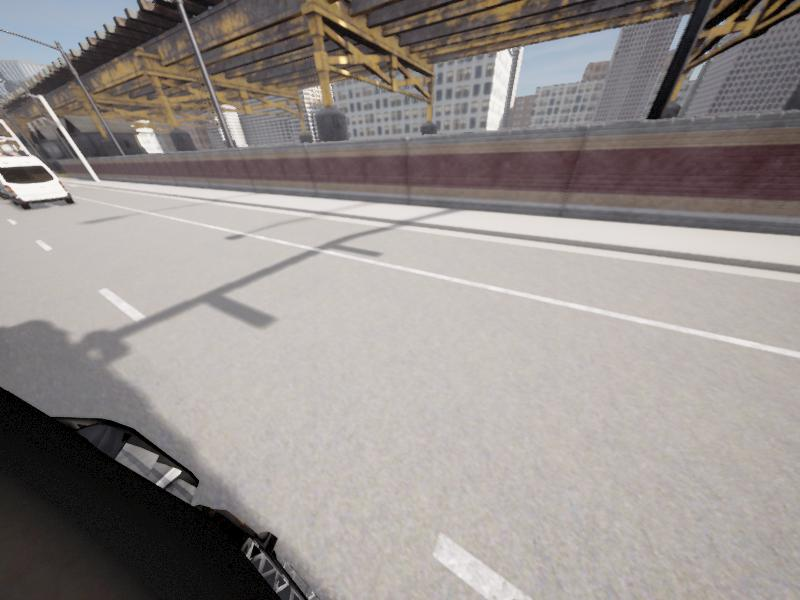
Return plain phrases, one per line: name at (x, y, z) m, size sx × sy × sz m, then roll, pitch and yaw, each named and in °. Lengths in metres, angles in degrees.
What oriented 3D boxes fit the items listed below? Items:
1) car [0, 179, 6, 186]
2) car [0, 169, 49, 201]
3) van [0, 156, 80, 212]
car at (-57.436, -16.686, 31.921) m, size 5.027 × 1.651 × 2.152 m, roll 16°, pitch 38°, yaw 26°
car at (-29.746, -8.931, 17.798) m, size 3.866 × 1.878 × 1.905 m, roll 16°, pitch 38°, yaw 26°
van at (-22.841, -7.208, 14.134) m, size 5.915 × 2.561 × 1.988 m, roll 16°, pitch 38°, yaw 26°
